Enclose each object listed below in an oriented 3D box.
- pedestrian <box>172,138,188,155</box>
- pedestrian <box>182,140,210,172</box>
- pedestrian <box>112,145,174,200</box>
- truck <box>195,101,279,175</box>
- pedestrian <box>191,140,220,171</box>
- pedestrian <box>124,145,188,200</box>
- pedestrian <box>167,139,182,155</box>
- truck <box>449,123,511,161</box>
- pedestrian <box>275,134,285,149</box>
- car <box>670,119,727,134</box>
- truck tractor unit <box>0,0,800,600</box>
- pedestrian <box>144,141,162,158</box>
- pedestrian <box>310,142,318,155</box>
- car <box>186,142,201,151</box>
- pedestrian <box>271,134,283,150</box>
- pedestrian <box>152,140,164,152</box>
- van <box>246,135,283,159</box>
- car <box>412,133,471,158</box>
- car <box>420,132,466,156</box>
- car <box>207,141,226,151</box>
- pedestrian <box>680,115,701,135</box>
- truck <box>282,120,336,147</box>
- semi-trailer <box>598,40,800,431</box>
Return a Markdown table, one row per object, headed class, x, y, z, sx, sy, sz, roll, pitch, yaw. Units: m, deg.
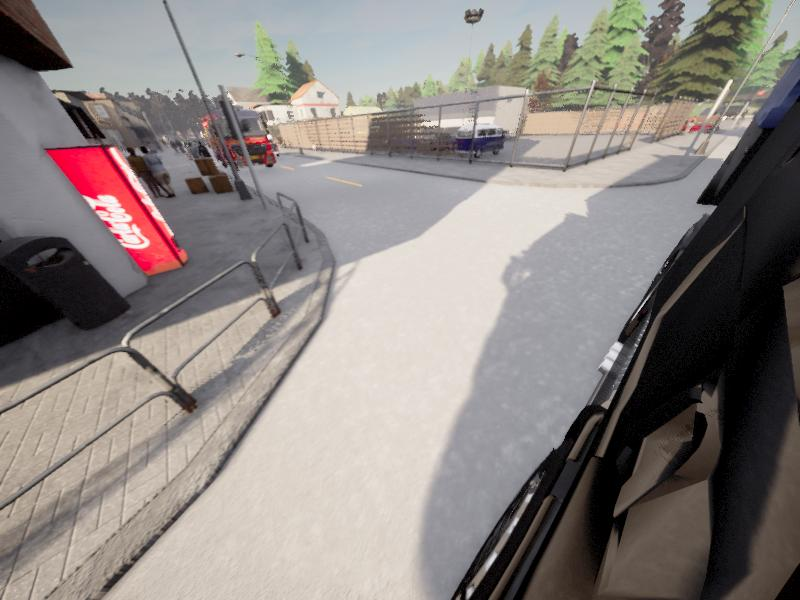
| class | x | y | z | sx | sy | sz | roll | pitch | yaw |
| --- | --- | --- | --- | --- | --- | --- | --- | --- | --- |
| pedestrian | -29.874 | -20.836 | 31.406 | 0.751 | 1.860 | 0.751 | 26 | 45 | 33 |
| pedestrian | -14.770 | -10.409 | 16.725 | 0.751 | 1.860 | 0.751 | -27 | 43 | -29 |
| pedestrian | -10.457 | -5.193 | 9.471 | 0.751 | 1.860 | 0.751 | 19 | 42 | 26 |
| truck | -12.942 | -12.617 | 18.133 | 2.891 | 3.827 | 8.468 | -28 | 44 | -30 |
| pedestrian | -14.110 | -10.506 | 16.811 | 0.751 | 1.860 | 0.751 | -12 | 38 | -12 |
| pedestrian | -9.823 | -5.162 | 9.389 | 0.751 | 1.860 | 0.751 | 7 | 38 | 12 |
| pedestrian | -33.965 | -23.030 | 34.797 | 0.751 | 1.860 | 0.751 | 29 | 47 | 35 |
| truck | 6.160 | -12.216 | 17.761 | 4.478 | 2.038 | 2.069 | -28 | 44 | -30 |
| pedestrian | -18.488 | -24.424 | 35.676 | 0.751 | 1.860 | 0.751 | -18 | 39 | -19 |
| car | 38.630 | -22.491 | 29.995 | 1.816 | 1.474 | 4.193 | -30 | 45 | -32 |
| truck tractor unit | 2.645 | -0.295 | 0.352 | 6.516 | 4.208 | 3.053 | -28 | 44 | -30 |
| pedestrian | -32.360 | -19.725 | 30.281 | 0.751 | 1.860 | 0.751 | -31 | 45 | -32 |
| pedestrian | -9.437 | -16.657 | 25.362 | 0.500 | 1.100 | 0.500 | -14 | 38 | -14 |
| car | -45.444 | -33.826 | 50.820 | 1.837 | 1.490 | 4.892 | -28 | 44 | -30 |
| pedestrian | -18.823 | -24.142 | 35.321 | 0.751 | 1.860 | 0.751 | 20 | 42 | 27 |
| pedestrian | -46.526 | -29.645 | 44.428 | 0.751 | 1.860 | 0.751 | -28 | 43 | -29 |
| van | -15.273 | -17.265 | 25.974 | 2.069 | 2.038 | 4.480 | -28 | 44 | -30 |
| car | 3.755 | -13.776 | 20.517 | 5.357 | 1.415 | 2.033 | -28 | 44 | -30 |
| car | 3.729 | -13.998 | 20.696 | 1.789 | 1.547 | 3.705 | -28 | 44 | -30 |
| car | -40.539 | -34.146 | 51.031 | 2.152 | 1.651 | 5.027 | -28 | 44 | -30 |
| pedestrian | 33.450 | -20.136 | 26.631 | 0.751 | 1.860 | 0.751 | 27 | 46 | 34 |
| truck | -16.927 | -31.673 | 43.827 | 8.468 | 3.827 | 2.891 | -30 | 44 | -31 |
| semi-trailer | 8.695 | -3.608 | 4.230 | 14.254 | 4.402 | 2.717 | -28 | 44 | -30 |
